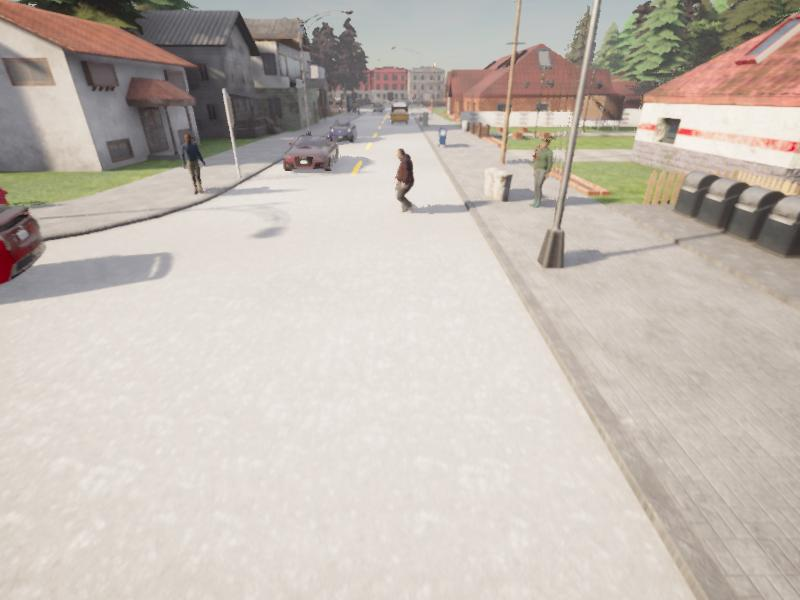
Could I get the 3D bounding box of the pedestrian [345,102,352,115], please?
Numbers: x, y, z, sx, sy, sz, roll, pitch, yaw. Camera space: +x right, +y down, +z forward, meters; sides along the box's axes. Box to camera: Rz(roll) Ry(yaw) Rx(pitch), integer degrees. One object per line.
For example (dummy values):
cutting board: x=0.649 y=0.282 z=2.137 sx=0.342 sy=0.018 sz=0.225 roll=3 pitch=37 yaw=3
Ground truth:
pedestrian: x=-8.099 y=-30.142 z=62.935 sx=0.751 sy=1.860 sz=0.751 roll=5 pitch=28 yaw=9

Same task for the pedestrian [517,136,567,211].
pedestrian: x=3.908 y=-3.533 z=11.143 sx=0.751 sy=1.860 sz=0.751 roll=-7 pitch=28 yaw=-13

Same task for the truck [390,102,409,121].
truck: x=-0.037 y=-24.915 z=52.751 sx=2.390 sy=2.098 sz=6.274 roll=0 pitch=27 yaw=0

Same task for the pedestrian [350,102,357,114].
pedestrian: x=-7.505 y=-31.231 z=65.049 sx=0.751 sy=1.860 sz=0.751 roll=7 pitch=28 yaw=14

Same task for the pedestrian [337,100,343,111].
pedestrian: x=-11.606 y=-37.803 z=77.827 sx=0.751 sy=1.860 sz=0.751 roll=14 pitch=30 yaw=25

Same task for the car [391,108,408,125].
car: x=-0.029 y=-21.250 z=46.240 sx=1.882 sy=1.535 sz=5.008 roll=0 pitch=27 yaw=0

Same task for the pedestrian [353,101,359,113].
pedestrian: x=-7.688 y=-33.667 z=69.766 sx=0.751 sy=1.860 sz=0.751 roll=1 pitch=27 yaw=3

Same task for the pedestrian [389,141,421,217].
pedestrian: x=0.129 y=-3.280 z=10.900 sx=0.751 sy=1.860 sz=0.751 roll=-3 pitch=27 yaw=-6

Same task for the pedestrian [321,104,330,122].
pedestrian: x=-8.675 y=-21.671 z=46.472 sx=0.751 sy=1.860 sz=0.751 roll=-1 pitch=27 yaw=-1

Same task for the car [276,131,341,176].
car: x=-4.010 y=-6.815 z=18.381 sx=1.994 sy=1.385 sz=4.181 roll=0 pitch=27 yaw=0

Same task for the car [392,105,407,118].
car: x=-0.049 y=-28.193 z=59.764 sx=2.128 sy=1.511 sz=4.902 roll=0 pitch=27 yaw=0

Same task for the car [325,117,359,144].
car: x=-4.019 y=-12.070 z=28.426 sx=1.845 sy=1.501 sz=3.633 roll=0 pitch=27 yaw=0

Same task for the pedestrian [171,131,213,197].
pedestrian: x=-6.634 y=-4.355 z=12.803 sx=0.751 sy=1.860 sz=0.751 roll=-14 pitch=31 yaw=-26

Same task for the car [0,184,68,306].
car: x=-8.554 y=-0.682 z=6.315 sx=4.514 sy=1.525 sz=2.007 roll=-11 pitch=29 yaw=-20

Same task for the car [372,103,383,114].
car: x=-4.046 y=-34.667 z=72.267 sx=1.851 sy=1.617 sz=3.988 roll=0 pitch=27 yaw=0
